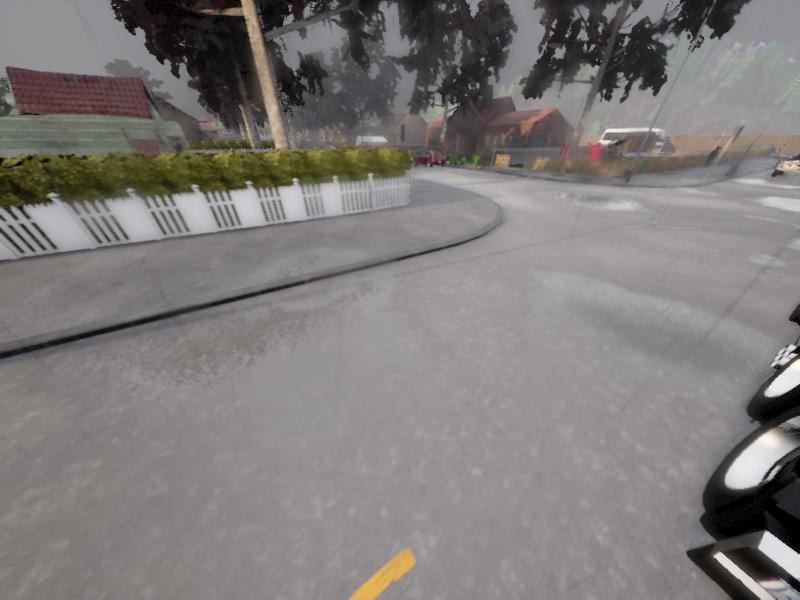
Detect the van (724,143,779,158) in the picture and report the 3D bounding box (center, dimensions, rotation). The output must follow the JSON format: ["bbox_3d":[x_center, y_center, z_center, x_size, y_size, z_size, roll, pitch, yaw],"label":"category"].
[{"bbox_3d":[58.411,-24.903,38.482,1.775,1.987,4.442,-18,38,-24],"label":"van"}]

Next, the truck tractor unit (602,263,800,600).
[{"bbox_3d":[5.110,-0.302,0.786,6.516,4.208,3.053,-18,39,-24],"label":"truck tractor unit"}]

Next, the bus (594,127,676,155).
[{"bbox_3d":[47.287,-32.439,47.251,3.944,4.253,10.273,-18,39,-24],"label":"bus"}]

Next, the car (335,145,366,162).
[{"bbox_3d":[-6.436,-18.865,29.656,2.152,1.651,5.027,-18,39,-24],"label":"car"}]

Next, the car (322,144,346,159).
[{"bbox_3d":[-10.037,-22.407,34.759,1.801,1.575,5.366,-18,39,-24],"label":"car"}]

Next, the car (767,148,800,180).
[{"bbox_3d":[30.550,-10.293,17.379,4.605,1.855,1.932,-18,39,-24],"label":"car"}]

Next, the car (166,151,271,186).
[{"bbox_3d":[-9.911,-7.496,13.048,4.181,1.381,1.994,-18,39,-24],"label":"car"}]

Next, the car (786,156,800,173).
[{"bbox_3d":[37.376,-12.365,20.743,4.892,1.490,1.837,-18,39,-24],"label":"car"}]

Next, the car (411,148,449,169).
[{"bbox_3d":[2.873,-14.148,23.022,1.845,1.501,3.633,-18,39,-24],"label":"car"}]

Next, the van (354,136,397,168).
[{"bbox_3d":[-2.603,-15.436,23.961,1.988,2.561,5.915,-18,39,-24],"label":"van"}]

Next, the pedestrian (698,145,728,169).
[{"bbox_3d":[29.144,-13.336,21.534,0.751,1.860,0.751,-17,38,-23],"label":"pedestrian"}]
